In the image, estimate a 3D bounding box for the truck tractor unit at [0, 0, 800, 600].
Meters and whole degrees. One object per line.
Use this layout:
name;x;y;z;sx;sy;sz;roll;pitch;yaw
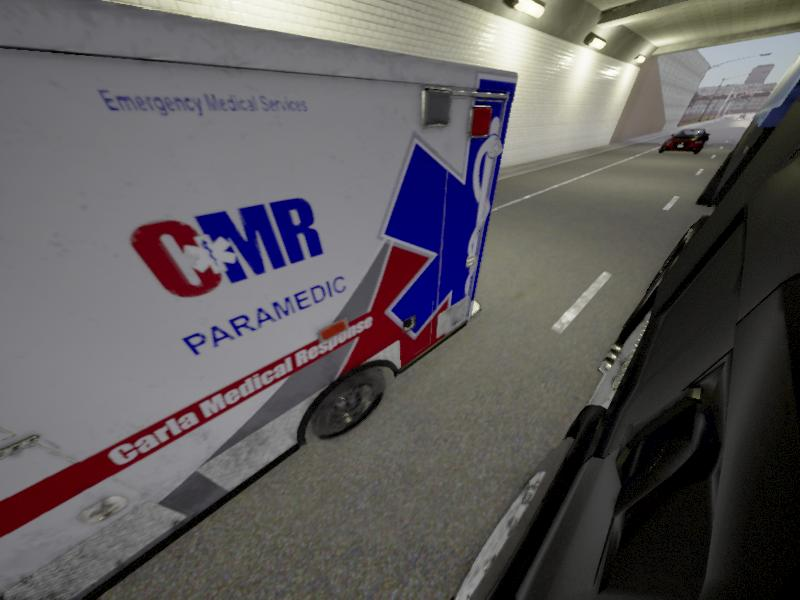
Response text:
truck tractor unit;2.645;-0.295;0.352;6.516;4.208;3.053;-28;44;-30

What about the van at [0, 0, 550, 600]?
van;-2.160;0.257;1.398;6.366;2.431;2.351;-28;44;-30

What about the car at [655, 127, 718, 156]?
car;20.259;-11.234;16.326;4.181;1.385;1.994;-28;44;-30

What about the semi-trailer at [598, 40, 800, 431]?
semi-trailer;8.696;-3.597;4.244;14.254;4.402;2.717;-28;44;-30
